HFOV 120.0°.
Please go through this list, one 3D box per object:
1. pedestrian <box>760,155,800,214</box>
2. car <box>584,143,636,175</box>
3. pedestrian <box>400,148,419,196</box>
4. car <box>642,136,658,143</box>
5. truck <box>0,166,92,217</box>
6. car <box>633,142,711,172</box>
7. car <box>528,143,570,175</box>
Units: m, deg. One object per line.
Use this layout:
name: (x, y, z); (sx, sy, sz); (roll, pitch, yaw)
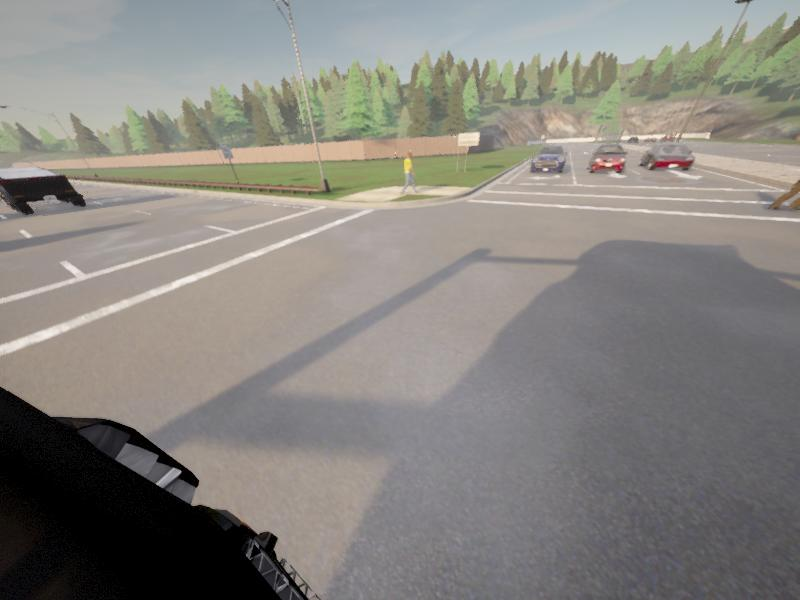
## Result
pedestrian: (11.633, -3.465, 6.466); (0.751, 1.860, 0.751); (16, 38, 26)
car: (14.367, -9.840, 16.054); (1.851, 1.617, 3.988); (16, 38, 26)
pedestrian: (0.467, -6.007, 10.878); (0.751, 1.860, 0.751); (-6, 34, -5)
car: (62.203, -39.954, 57.564); (1.895, 1.301, 4.718); (19, 40, 29)
truck: (-21.410, -6.524, 13.493); (6.274, 2.098, 2.390); (16, 38, 26)
car: (18.514, -10.016, 16.103); (2.163, 1.488, 4.792); (16, 38, 26)
car: (11.415, -10.855, 17.638); (2.097, 1.767, 4.553); (16, 38, 26)
